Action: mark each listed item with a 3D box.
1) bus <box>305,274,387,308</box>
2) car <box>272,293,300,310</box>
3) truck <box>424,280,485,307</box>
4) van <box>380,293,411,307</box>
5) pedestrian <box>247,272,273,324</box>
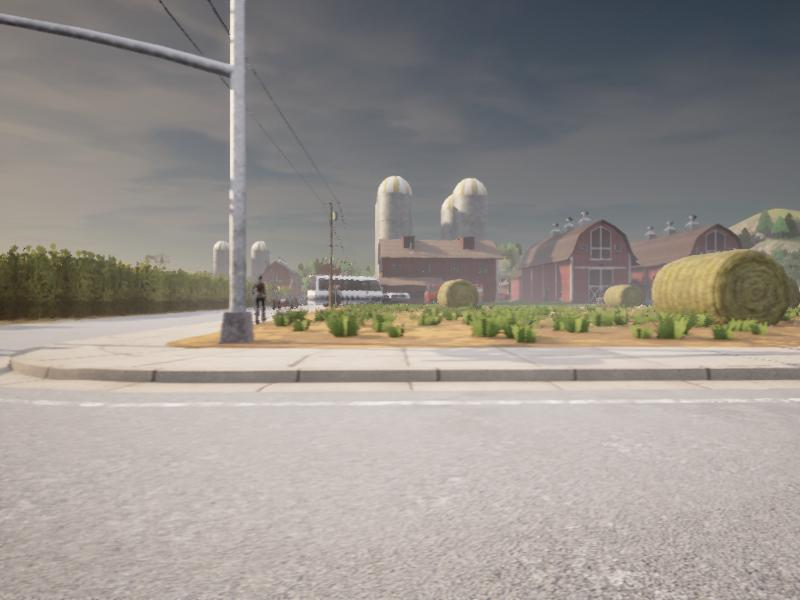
[{"bbox_3d":[-7.213,-1.095,53.989,10.273,4.253,3.944,0,0,-33],"label":"bus"},{"bbox_3d":[-12.350,0.148,43.568,2.097,1.767,4.553,0,0,-5],"label":"car"},{"bbox_3d":[8.017,-0.878,59.158,8.468,3.827,2.891,0,0,-6],"label":"truck"},{"bbox_3d":[-0.689,0.010,58.317,4.480,2.038,2.069,0,0,-5],"label":"van"},{"bbox_3d":[-5.135,-0.074,14.752,0.751,1.860,0.751,0,0,-6],"label":"pedestrian"}]
